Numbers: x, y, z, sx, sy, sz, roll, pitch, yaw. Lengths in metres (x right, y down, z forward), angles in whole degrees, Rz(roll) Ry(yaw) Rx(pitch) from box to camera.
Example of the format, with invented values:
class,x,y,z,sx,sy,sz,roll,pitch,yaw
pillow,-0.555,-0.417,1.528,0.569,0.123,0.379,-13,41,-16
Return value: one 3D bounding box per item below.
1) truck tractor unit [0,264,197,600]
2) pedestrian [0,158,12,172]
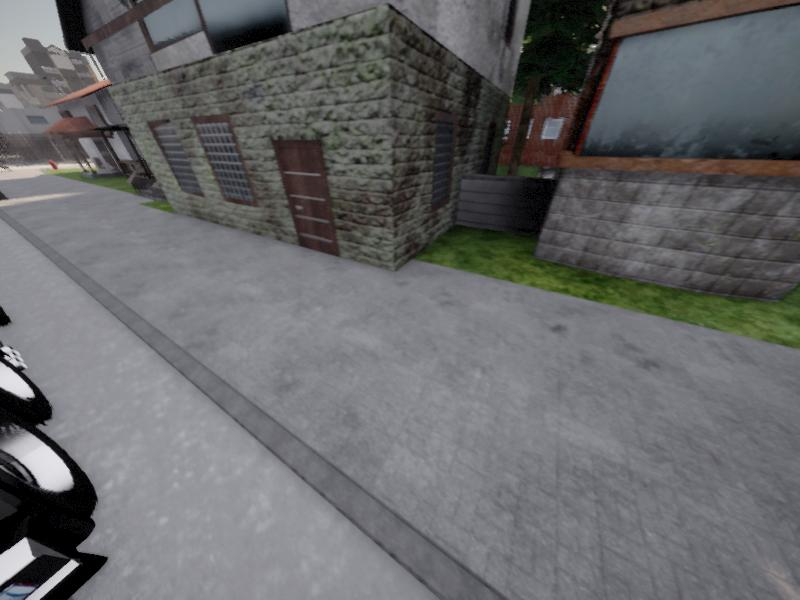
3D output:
class,x,y,z,sx,sy,sz,roll,pitch,yaw
truck tractor unit,-5.114,-0.296,0.786,6.516,4.208,3.053,18,39,24
pedestrian,-35.384,-12.189,20.066,0.751,1.860,0.751,14,37,20
